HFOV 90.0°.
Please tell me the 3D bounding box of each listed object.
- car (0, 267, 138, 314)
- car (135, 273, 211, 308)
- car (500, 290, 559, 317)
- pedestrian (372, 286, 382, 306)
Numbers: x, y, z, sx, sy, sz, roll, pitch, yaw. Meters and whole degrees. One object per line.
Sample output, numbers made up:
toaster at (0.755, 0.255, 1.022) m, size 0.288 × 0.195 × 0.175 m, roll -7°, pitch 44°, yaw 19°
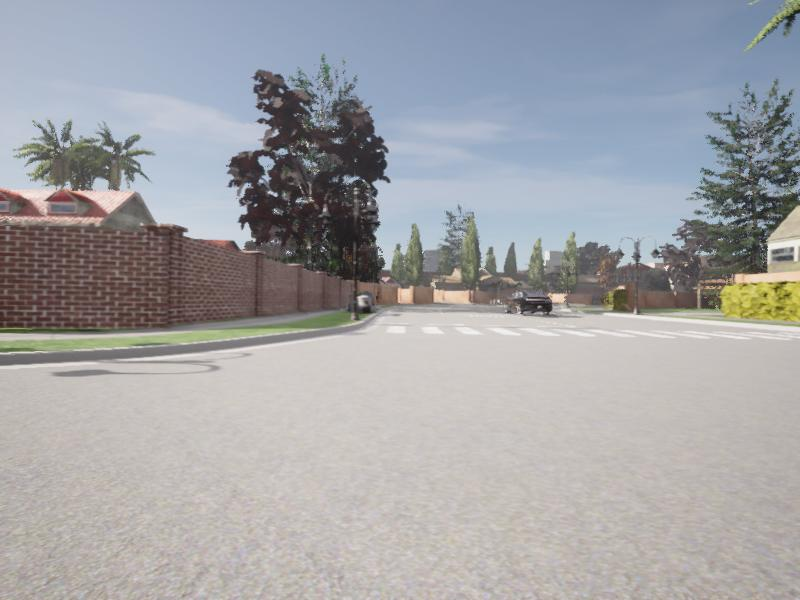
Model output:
car at (-13.550, -0.332, 16.491) m, size 2.152 × 1.636 × 5.027 m, roll 1°, pitch 0°, yaw 0°
car at (-13.516, -0.531, 24.161) m, size 1.932 × 1.855 × 4.605 m, roll 1°, pitch 0°, yaw 0°
car at (8.060, 0.189, 25.470) m, size 2.128 × 1.511 × 4.902 m, roll 1°, pitch 0°, yaw 0°
pedestrian at (-2.197, -0.387, 38.811) m, size 0.751 × 1.860 × 0.751 m, roll 1°, pitch 0°, yaw 13°
